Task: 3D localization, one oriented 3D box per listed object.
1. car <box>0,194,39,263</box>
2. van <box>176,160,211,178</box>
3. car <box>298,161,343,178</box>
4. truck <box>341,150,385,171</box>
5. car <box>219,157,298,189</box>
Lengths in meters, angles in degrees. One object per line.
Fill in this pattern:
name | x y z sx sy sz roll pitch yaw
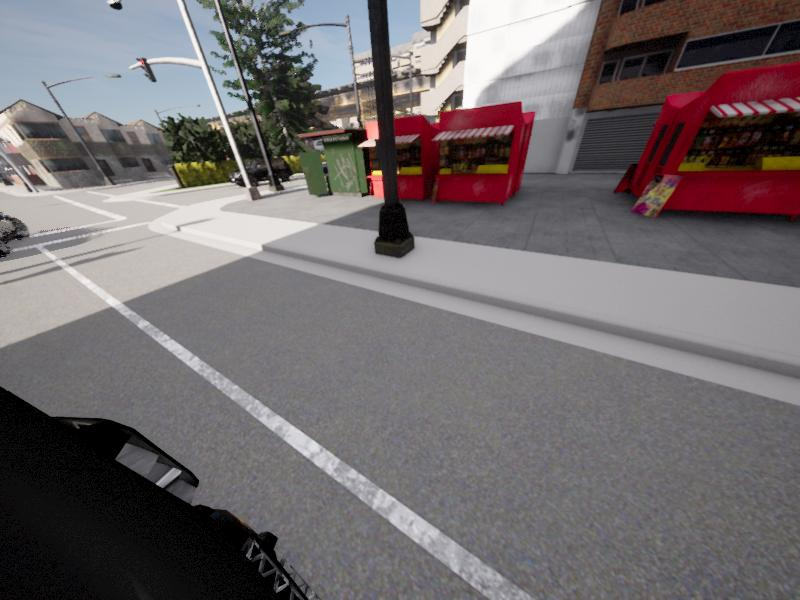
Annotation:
car | -13.920 -2.103 7.099 4.792 1.488 2.163 24 43 36
van | -37.531 -24.057 42.233 1.988 2.561 5.915 -11 34 -11
car | -8.992 -15.131 26.668 1.895 1.301 4.718 15 38 27
truck | -4.947 -19.458 32.144 2.390 2.098 6.274 15 38 27
car | -12.696 -11.806 21.270 2.150 2.045 5.566 15 38 27
